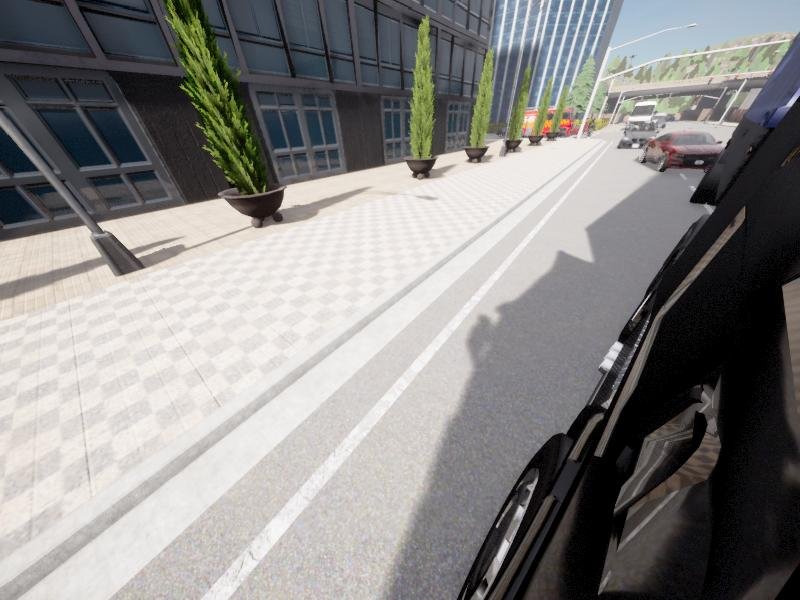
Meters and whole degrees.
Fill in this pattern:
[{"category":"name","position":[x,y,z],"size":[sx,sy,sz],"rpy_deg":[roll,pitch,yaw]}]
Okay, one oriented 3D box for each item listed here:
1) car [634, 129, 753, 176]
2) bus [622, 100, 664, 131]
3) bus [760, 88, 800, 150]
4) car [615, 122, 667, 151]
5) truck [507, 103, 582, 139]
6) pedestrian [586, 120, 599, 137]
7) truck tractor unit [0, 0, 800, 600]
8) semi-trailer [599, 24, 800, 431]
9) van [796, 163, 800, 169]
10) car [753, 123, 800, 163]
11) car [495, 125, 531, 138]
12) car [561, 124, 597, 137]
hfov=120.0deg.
[{"category":"car","position":[13.859,-7.425,11.415],"size":[1.882,1.535,5.008],"rpy_deg":[16,40,23]},{"category":"bus","position":[47.625,-36.342,45.645],"size":[3.944,4.253,10.273],"rpy_deg":[24,44,31]},{"category":"bus","position":[29.342,-12.156,14.496],"size":[3.944,4.253,10.273],"rpy_deg":[24,44,31]},{"category":"car","position":[19.593,-13.411,18.930],"size":[2.242,1.667,4.611],"rpy_deg":[24,45,31]},{"category":"truck","position":[21.619,-27.060,35.222],"size":[8.468,3.827,2.891],"rpy_deg":[25,45,32]},{"category":"pedestrian","position":[27.009,-24.050,32.471],"size":[0.751,1.860,0.751],"rpy_deg":[23,44,30]},{"category":"truck tractor unit","position":[2.645,-0.295,0.351],"size":[6.516,4.208,3.053],"rpy_deg":[-28,44,-30]},{"category":"semi-trailer","position":[8.611,-3.665,4.309],"size":[14.254,4.402,2.717],"rpy_deg":[-29,44,-31]},{"category":"van","position":[17.142,-5.098,7.355],"size":[2.351,2.431,6.366],"rpy_deg":[24,44,31]},{"category":"car","position":[21.890,-8.439,12.285],"size":[2.128,1.511,4.902],"rpy_deg":[24,44,31]},{"category":"car","position":[19.804,-29.719,40.706],"size":[5.238,1.638,1.930],"rpy_deg":[24,44,31]},{"category":"car","position":[27.799,-26.348,35.939],"size":[4.181,1.385,1.994],"rpy_deg":[21,43,28]}]
